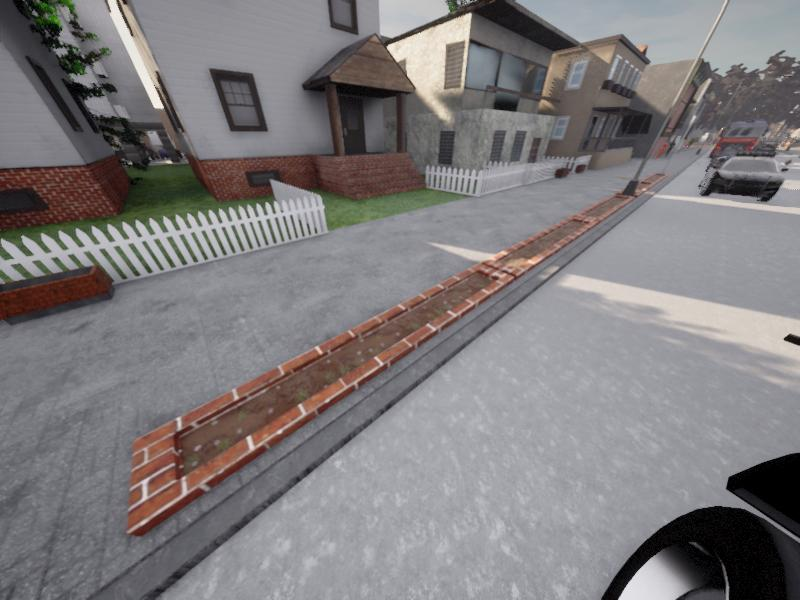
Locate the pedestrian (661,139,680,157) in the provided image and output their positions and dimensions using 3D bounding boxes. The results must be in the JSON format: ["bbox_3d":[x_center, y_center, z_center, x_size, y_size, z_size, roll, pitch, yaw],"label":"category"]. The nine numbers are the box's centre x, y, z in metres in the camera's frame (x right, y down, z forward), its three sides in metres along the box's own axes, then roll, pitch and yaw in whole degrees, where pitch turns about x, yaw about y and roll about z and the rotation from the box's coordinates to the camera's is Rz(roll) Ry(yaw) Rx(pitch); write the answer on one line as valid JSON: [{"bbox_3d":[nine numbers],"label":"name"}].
[{"bbox_3d":[33.415,-18.804,28.531,0.751,1.860,0.751,29,44,34],"label":"pedestrian"}]

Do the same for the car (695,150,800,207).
[{"bbox_3d":[15.480,-5.708,10.483,1.930,1.638,5.238,30,45,35],"label":"car"}]

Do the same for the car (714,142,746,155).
[{"bbox_3d":[49.530,-22.851,34.714,4.792,1.488,2.163,-27,43,-32],"label":"car"}]

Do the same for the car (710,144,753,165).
[{"bbox_3d":[32.407,-14.302,22.636,3.705,1.549,1.789,-27,43,-32],"label":"car"}]

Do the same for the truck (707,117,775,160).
[{"bbox_3d":[41.452,-19.767,28.360,8.468,3.827,2.891,-27,43,-32],"label":"truck"}]

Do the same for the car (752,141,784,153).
[{"bbox_3d":[60.426,-25.285,38.048,4.974,1.542,2.038,-27,43,-32],"label":"car"}]

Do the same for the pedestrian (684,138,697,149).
[{"bbox_3d":[56.403,-30.368,44.783,0.751,1.860,0.751,-25,42,-30],"label":"pedestrian"}]

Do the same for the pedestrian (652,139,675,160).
[{"bbox_3d":[28.139,-16.102,24.734,0.751,1.860,0.751,19,40,25],"label":"pedestrian"}]

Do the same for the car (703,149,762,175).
[{"bbox_3d":[24.999,-10.516,17.477,4.181,1.385,1.994,-27,43,-32],"label":"car"}]
